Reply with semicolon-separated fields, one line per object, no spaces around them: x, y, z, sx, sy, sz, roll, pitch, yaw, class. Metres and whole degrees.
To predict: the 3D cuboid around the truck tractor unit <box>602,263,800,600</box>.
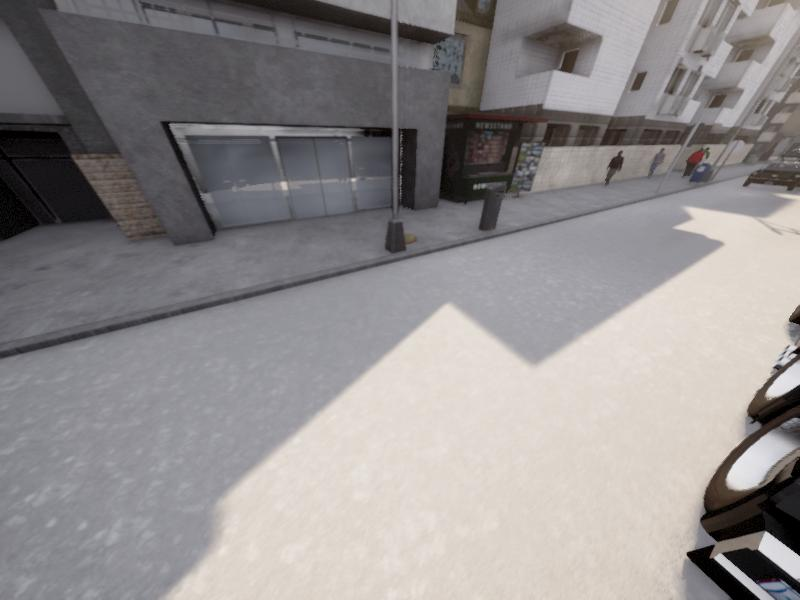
5.107;-0.304;0.786;6.516;4.208;3.053;-18;39;-24;truck tractor unit

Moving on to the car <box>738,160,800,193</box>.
22.983;-7.553;13.926;4.718;1.301;1.895;-18;39;-24;car

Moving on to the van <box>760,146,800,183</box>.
28.771;-9.742;16.470;4.480;2.038;2.069;-18;39;-24;van

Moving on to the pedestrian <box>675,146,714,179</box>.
20.369;-9.527;16.022;0.751;1.860;0.751;-19;39;-25;pedestrian

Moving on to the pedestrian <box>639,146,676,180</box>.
16.995;-9.043;15.297;0.751;1.860;0.751;-17;38;-23;pedestrian

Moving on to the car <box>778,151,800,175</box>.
35.294;-11.706;19.672;4.611;1.667;2.242;-18;39;-24;car

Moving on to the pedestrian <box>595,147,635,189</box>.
11.603;-7.148;12.528;0.751;1.860;0.751;-23;41;-29;pedestrian

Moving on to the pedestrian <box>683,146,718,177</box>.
22.065;-10.191;16.992;0.751;1.860;0.751;-21;40;-28;pedestrian
